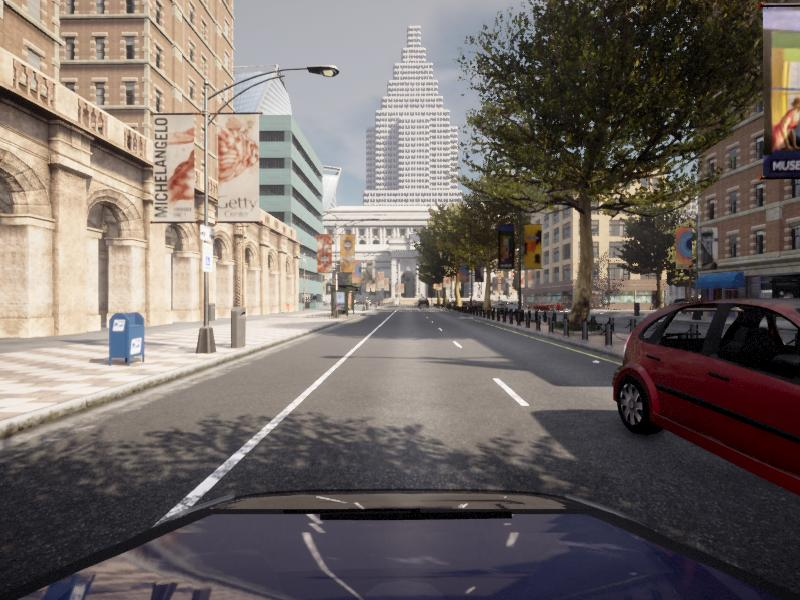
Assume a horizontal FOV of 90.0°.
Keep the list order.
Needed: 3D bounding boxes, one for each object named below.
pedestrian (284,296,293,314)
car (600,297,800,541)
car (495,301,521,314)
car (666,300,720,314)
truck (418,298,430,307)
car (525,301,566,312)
[{"bbox_3d":[-11.482,0.485,41.091,0.751,1.860,0.751,0,0,0],"label":"pedestrian"},{"bbox_3d":[3.587,0.788,3.390,1.851,1.617,3.988,0,0,1],"label":"car"},{"bbox_3d":[12.434,0.853,46.314,1.970,1.475,3.806,0,0,1],"label":"car"},{"bbox_3d":[34.731,0.826,47.556,4.974,1.542,2.038,0,0,-1],"label":"car"},{"bbox_3d":[5.273,0.540,88.958,2.390,2.098,6.274,0,0,1],"label":"truck"},{"bbox_3d":[19.670,0.851,54.219,4.792,1.488,2.163,0,0,38],"label":"car"}]
